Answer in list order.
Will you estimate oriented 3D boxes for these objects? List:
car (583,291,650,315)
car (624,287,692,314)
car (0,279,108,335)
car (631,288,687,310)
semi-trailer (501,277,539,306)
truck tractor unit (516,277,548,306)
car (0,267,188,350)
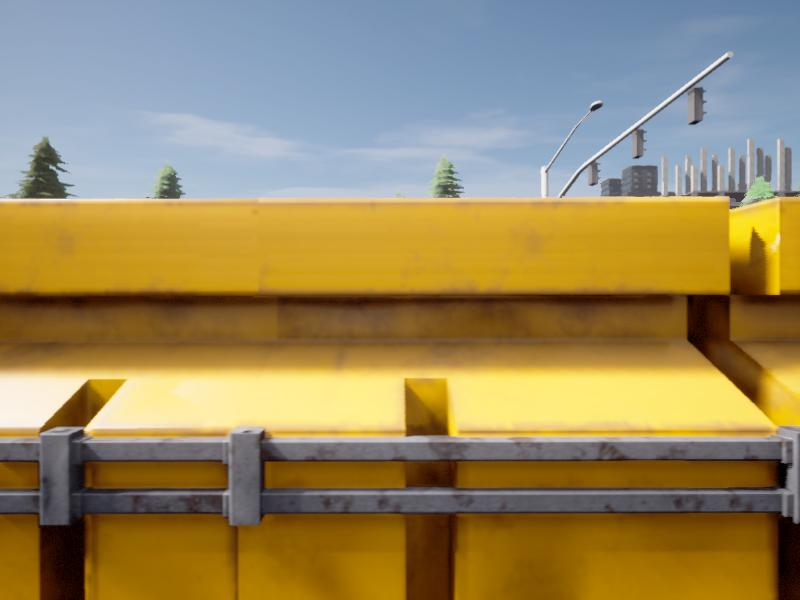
[{"bbox_3d":[14.936,0.197,27.991,2.128,1.511,4.902,0,0,2],"label":"car"},{"bbox_3d":[18.473,0.050,28.975,2.097,1.767,4.553,0,0,2],"label":"car"},{"bbox_3d":[-12.430,0.211,12.701,4.856,1.649,2.033,0,0,0],"label":"car"},{"bbox_3d":[25.827,-0.094,40.194,2.150,2.045,5.566,0,0,2],"label":"car"},{"bbox_3d":[20.239,-1.271,68.711,2.717,4.402,14.254,0,0,2],"label":"semi-trailer"},{"bbox_3d":[19.887,-1.179,60.803,3.053,4.208,6.516,-1,0,4],"label":"truck tractor unit"},{"bbox_3d":[-7.780,0.179,9.199,4.611,1.667,2.242,0,0,0],"label":"car"}]
